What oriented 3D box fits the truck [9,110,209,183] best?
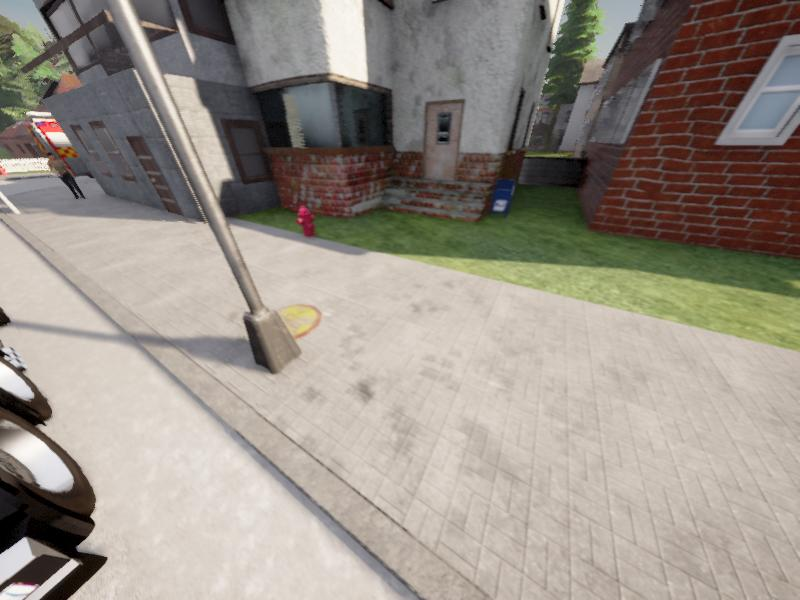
[{"bbox_3d":[-21.094,-11.902,18.026,2.891,3.827,8.468,16,38,22],"label":"truck"}]

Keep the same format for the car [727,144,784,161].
[{"bbox_3d":[43.335,-18.187,28.368,2.007,1.525,4.514,18,39,24],"label":"car"}]

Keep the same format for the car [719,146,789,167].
[{"bbox_3d":[34.915,-14.381,23.014,1.837,1.490,4.892,18,39,24],"label":"car"}]

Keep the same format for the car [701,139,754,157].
[{"bbox_3d":[46.991,-22.013,33.376,2.150,2.045,5.566,18,39,24],"label":"car"}]

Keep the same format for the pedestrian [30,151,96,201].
[{"bbox_3d":[-14.657,-5.419,10.114,0.751,1.860,0.751,19,39,25],"label":"pedestrian"}]

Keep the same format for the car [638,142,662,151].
[{"bbox_3d":[53.110,-32.722,49.217,1.816,1.474,4.193,12,37,17],"label":"car"}]

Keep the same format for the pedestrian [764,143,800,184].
[{"bbox_3d":[21.670,-7.504,12.721,0.751,1.860,0.751,17,38,23],"label":"pedestrian"}]

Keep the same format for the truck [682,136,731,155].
[{"bbox_3d":[50.805,-25.870,38.513,2.627,2.467,5.204,17,38,23],"label":"truck"}]

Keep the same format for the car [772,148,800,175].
[{"bbox_3d":[30.310,-9.827,16.475,1.882,1.535,5.008,18,39,25],"label":"car"}]

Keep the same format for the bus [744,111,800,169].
[{"bbox_3d":[38.251,-14.409,20.602,3.944,4.253,10.273,18,39,24],"label":"bus"}]

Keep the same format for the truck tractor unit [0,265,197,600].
[{"bbox_3d":[-5.119,-0.289,0.793,6.516,4.208,3.053,18,39,24],"label":"truck tractor unit"}]
